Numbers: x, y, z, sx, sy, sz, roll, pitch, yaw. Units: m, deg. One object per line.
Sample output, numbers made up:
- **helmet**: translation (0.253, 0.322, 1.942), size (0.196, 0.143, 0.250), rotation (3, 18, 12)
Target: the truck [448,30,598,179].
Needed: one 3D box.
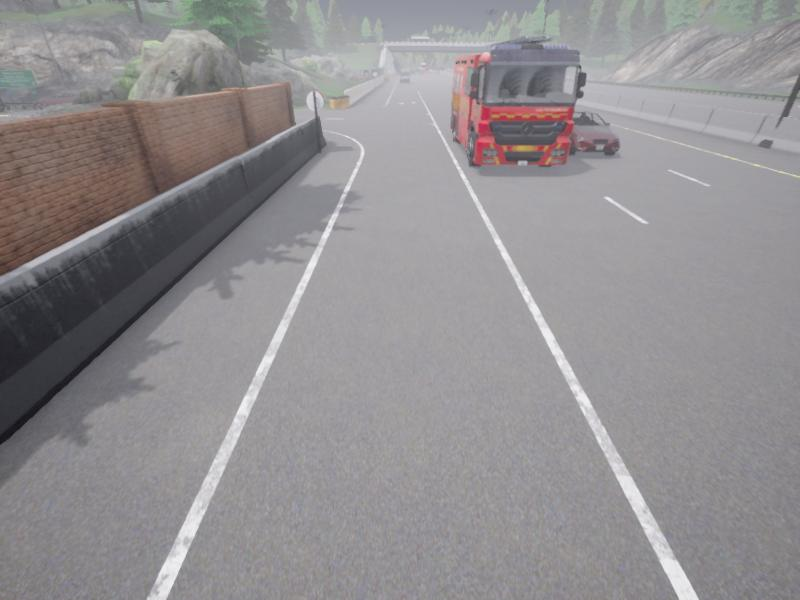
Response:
- **truck**: translation (3.789, -7.564, 15.131), size (2.891, 3.827, 8.468), rotation (0, 30, 1)

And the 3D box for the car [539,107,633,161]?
- **car**: translation (7.304, -6.850, 16.227), size (1.816, 1.474, 4.193), rotation (0, 30, 1)

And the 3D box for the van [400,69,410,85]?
- **van**: translation (0.975, -43.123, 77.201), size (1.988, 2.561, 5.915), rotation (0, 30, 1)

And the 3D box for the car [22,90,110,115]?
- **car**: translation (-23.154, -13.777, 27.871), size (4.181, 1.385, 1.994), rotation (1, 30, 1)

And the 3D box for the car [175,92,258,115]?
- **car**: translation (-12.528, -13.580, 27.577), size (4.718, 1.301, 1.895), rotation (1, 30, 2)

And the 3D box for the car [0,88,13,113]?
- **car**: translation (-30.024, -13.918, 27.948), size (3.705, 1.549, 1.789), rotation (0, 30, 1)
